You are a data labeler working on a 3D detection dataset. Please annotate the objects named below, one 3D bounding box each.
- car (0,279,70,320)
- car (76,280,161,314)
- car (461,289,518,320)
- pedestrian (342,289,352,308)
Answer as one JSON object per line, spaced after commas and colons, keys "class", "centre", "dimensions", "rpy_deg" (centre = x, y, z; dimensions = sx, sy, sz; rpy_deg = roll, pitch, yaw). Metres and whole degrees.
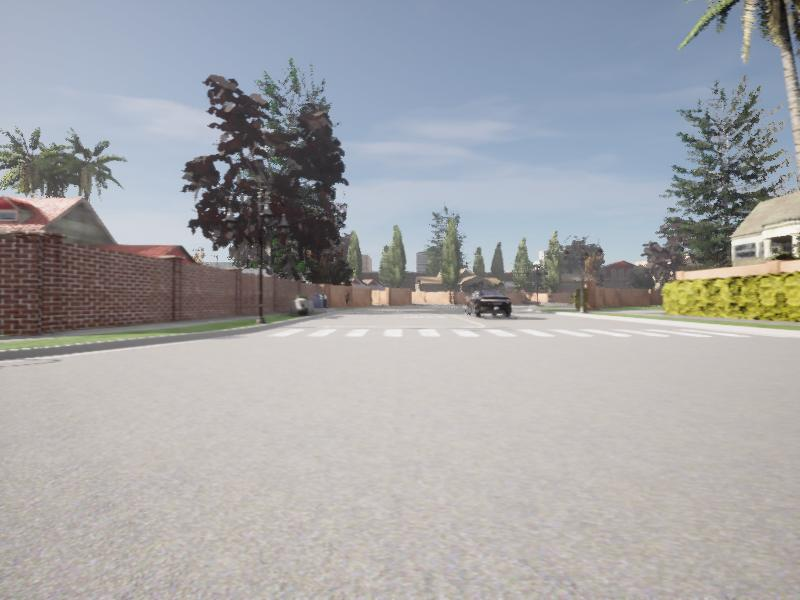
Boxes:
{"class": "car", "centre": [-16.772, -0.011, 16.482], "dimensions": [2.152, 1.636, 5.027], "rpy_deg": [0, 0, 0]}
{"class": "car", "centre": [-16.746, -0.177, 24.152], "dimensions": [1.932, 1.855, 4.605], "rpy_deg": [0, 0, 0]}
{"class": "car", "centre": [4.830, 0.216, 22.457], "dimensions": [2.128, 1.511, 4.902], "rpy_deg": [0, 0, 0]}
{"class": "pedestrian", "centre": [-5.234, -0.143, 39.687], "dimensions": [0.751, 1.860, 0.751], "rpy_deg": [0, 0, 13]}
